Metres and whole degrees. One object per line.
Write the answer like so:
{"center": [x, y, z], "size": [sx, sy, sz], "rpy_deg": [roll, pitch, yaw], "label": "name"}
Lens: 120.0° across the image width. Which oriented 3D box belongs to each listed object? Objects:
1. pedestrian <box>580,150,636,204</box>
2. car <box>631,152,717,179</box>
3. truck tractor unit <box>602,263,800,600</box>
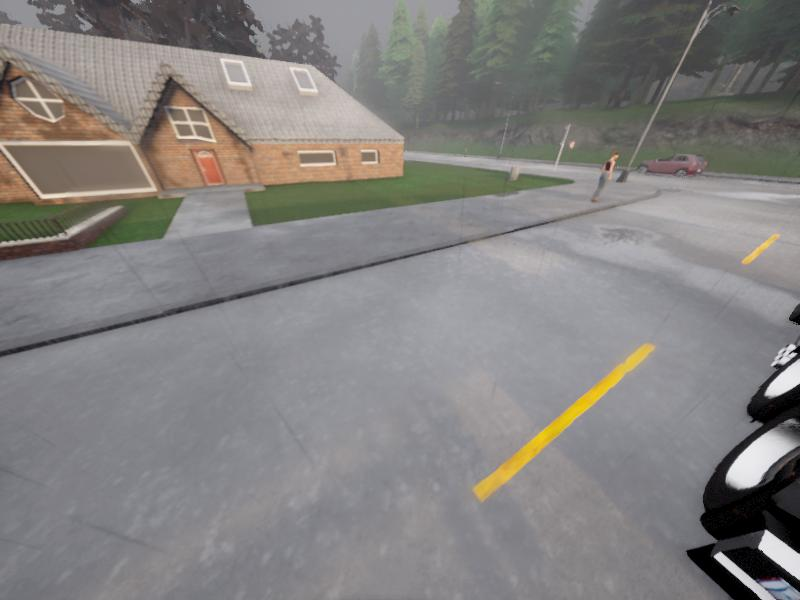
{"center": [8.327, -4.963, 9.360], "size": [0.751, 1.860, 0.751], "rpy_deg": [3, 35, 3], "label": "pedestrian"}
{"center": [20.988, -10.516, 17.966], "size": [1.845, 1.501, 3.633], "rpy_deg": [-11, 36, -16], "label": "car"}
{"center": [5.110, -0.302, 0.783], "size": [6.516, 4.208, 3.053], "rpy_deg": [-18, 39, -24], "label": "truck tractor unit"}
